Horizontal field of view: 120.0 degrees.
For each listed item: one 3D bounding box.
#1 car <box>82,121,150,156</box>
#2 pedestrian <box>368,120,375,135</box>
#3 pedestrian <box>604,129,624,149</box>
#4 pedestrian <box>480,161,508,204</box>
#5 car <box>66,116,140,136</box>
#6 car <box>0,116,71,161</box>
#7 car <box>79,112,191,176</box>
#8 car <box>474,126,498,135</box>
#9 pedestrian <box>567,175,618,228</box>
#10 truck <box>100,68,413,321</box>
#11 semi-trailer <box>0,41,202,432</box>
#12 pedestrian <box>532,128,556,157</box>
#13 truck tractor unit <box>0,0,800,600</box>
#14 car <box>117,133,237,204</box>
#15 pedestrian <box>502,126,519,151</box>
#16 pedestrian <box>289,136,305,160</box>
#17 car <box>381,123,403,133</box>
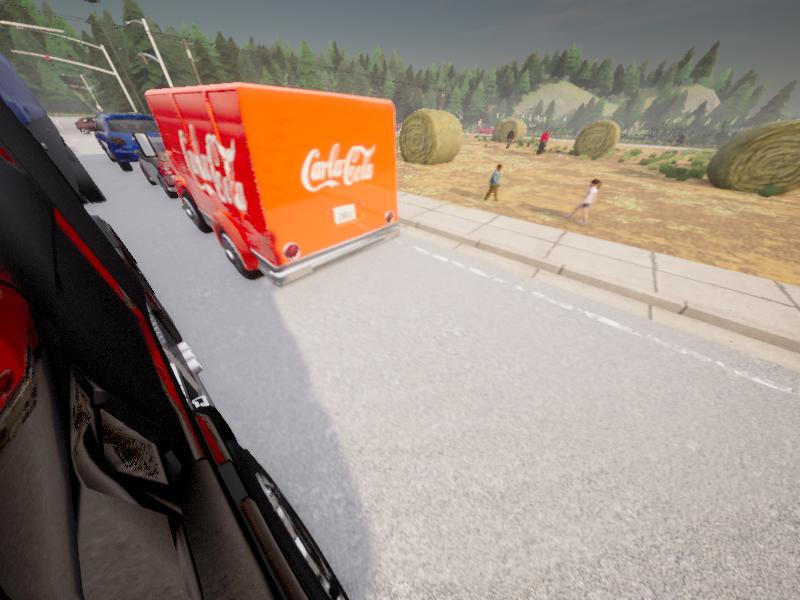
[{"bbox_3d":[-17.940,-10.267,14.607,3.633,1.501,1.845,29,45,30],"label":"car"},{"bbox_3d":[-4.352,-26.430,35.391,0.751,1.860,0.751,-26,46,-31],"label":"pedestrian"},{"bbox_3d":[26.138,-19.668,28.217,0.751,1.860,0.751,3,38,1],"label":"pedestrian"},{"bbox_3d":[2.986,-3.726,7.345,0.500,1.100,0.500,18,41,19],"label":"pedestrian"},{"bbox_3d":[-30.642,-18.097,24.061,4.193,1.474,1.816,-10,40,-15],"label":"car"},{"bbox_3d":[-20.537,-8.929,12.628,4.611,1.667,2.242,28,45,30],"label":"car"},{"bbox_3d":[-12.755,-7.650,11.103,5.566,2.045,2.150,29,45,30],"label":"car"},{"bbox_3d":[19.721,-38.773,52.872,4.514,1.525,2.007,32,47,32],"label":"car"},{"bbox_3d":[4.861,-2.509,5.879,0.500,1.100,0.500,32,47,32],"label":"pedestrian"},{"bbox_3d":[-2.692,-2.367,4.500,5.204,2.467,2.627,29,45,30],"label":"truck"},{"bbox_3d":[-8.677,-3.632,4.230,14.254,4.402,2.717,29,45,30],"label":"semi-trailer"},{"bbox_3d":[11.325,-12.417,18.234,0.751,1.860,0.751,-6,39,-10],"label":"pedestrian"},{"bbox_3d":[-2.645,-0.295,0.351,6.516,4.208,3.053,28,44,30],"label":"truck tractor unit"},{"bbox_3d":[-7.686,-4.707,7.991,3.705,1.549,1.789,28,45,29],"label":"car"},{"bbox_3d":[10.424,-15.295,21.867,0.751,1.860,0.751,1,38,-1],"label":"pedestrian"},{"bbox_3d":[-5.937,-8.754,13.331,0.500,1.100,0.500,-22,44,-28],"label":"pedestrian"},{"bbox_3d":[-1.713,-36.883,49.455,1.882,1.535,5.008,29,45,30],"label":"car"}]
